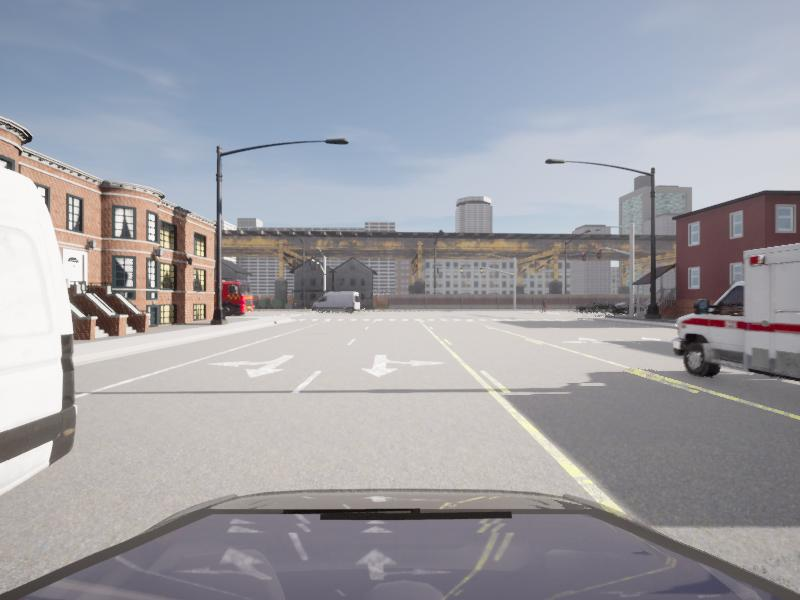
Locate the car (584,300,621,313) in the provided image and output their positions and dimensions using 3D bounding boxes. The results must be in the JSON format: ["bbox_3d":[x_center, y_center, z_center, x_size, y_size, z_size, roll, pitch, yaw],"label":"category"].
[{"bbox_3d":[25.327,0.815,50.007,3.705,1.549,1.789,0,0,0],"label":"car"}]

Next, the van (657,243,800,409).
[{"bbox_3d":[7.013,0.378,5.841,2.351,2.431,6.366,0,0,-1],"label":"van"}]

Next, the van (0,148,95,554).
[{"bbox_3d":[-3.510,0.322,0.351,1.988,2.561,5.915,0,0,0],"label":"van"}]

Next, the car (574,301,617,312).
[{"bbox_3d":[26.137,0.844,53.509,4.892,1.490,1.837,0,0,0],"label":"car"}]

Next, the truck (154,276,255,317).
[{"bbox_3d":[-19.040,-0.321,39.318,8.468,3.827,2.891,0,0,0],"label":"truck"}]

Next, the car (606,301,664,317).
[{"bbox_3d":[23.121,0.869,39.477,4.674,1.442,1.812,0,0,-1],"label":"car"}]

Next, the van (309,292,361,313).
[{"bbox_3d":[-7.964,0.322,49.098,5.915,2.561,1.988,0,-1,14],"label":"van"}]
